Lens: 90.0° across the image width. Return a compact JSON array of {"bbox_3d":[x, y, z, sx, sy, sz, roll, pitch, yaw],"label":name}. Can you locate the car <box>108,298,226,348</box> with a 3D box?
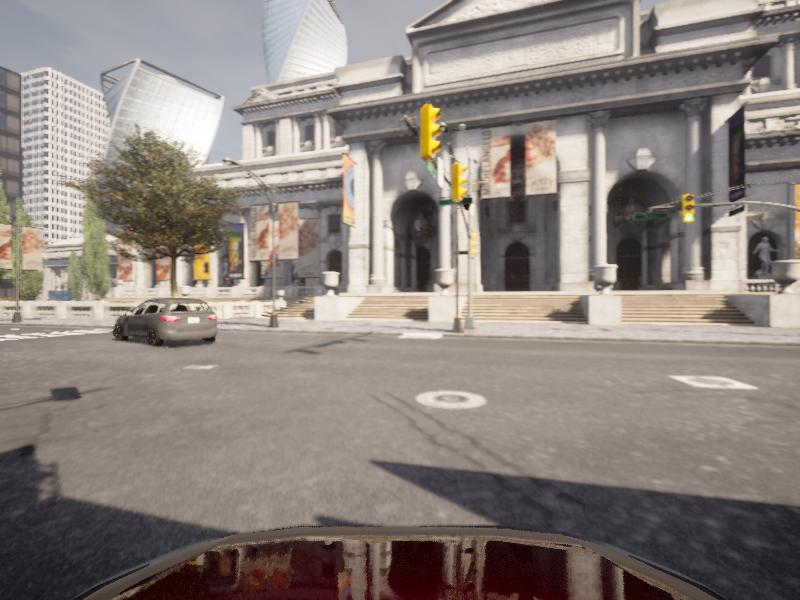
[{"bbox_3d":[-9.069,0.773,15.452,4.611,1.667,2.242,0,0,36],"label":"car"}]
